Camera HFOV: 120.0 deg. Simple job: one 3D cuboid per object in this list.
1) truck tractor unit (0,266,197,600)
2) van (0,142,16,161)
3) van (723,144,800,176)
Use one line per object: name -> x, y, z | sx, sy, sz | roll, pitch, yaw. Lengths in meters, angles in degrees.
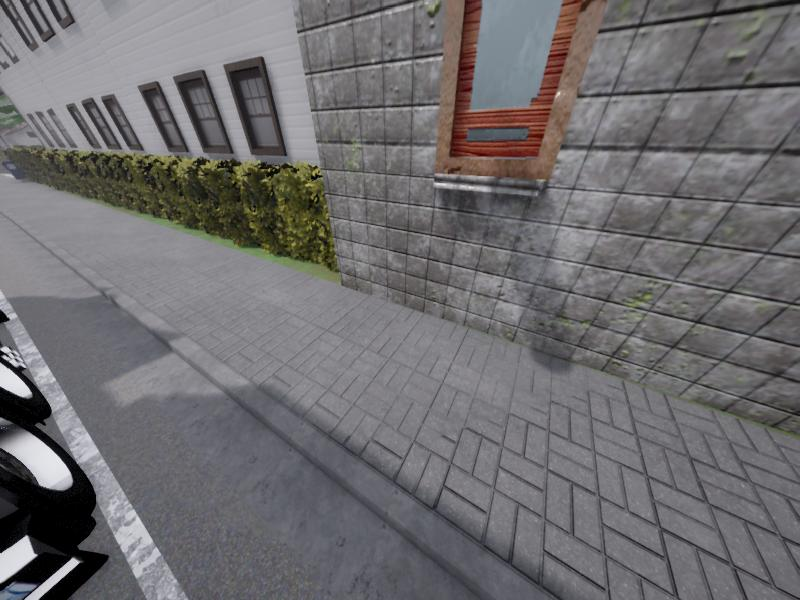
truck tractor unit -> -5.119, -0.292, 0.782 | 6.516, 4.208, 3.053 | 18, 39, 24
van -> -62.987, -21.745, 33.852 | 2.351, 2.431, 6.366 | 18, 38, 25
van -> 30.454, -11.856, 19.347 | 2.069, 2.038, 4.480 | 18, 38, 24
